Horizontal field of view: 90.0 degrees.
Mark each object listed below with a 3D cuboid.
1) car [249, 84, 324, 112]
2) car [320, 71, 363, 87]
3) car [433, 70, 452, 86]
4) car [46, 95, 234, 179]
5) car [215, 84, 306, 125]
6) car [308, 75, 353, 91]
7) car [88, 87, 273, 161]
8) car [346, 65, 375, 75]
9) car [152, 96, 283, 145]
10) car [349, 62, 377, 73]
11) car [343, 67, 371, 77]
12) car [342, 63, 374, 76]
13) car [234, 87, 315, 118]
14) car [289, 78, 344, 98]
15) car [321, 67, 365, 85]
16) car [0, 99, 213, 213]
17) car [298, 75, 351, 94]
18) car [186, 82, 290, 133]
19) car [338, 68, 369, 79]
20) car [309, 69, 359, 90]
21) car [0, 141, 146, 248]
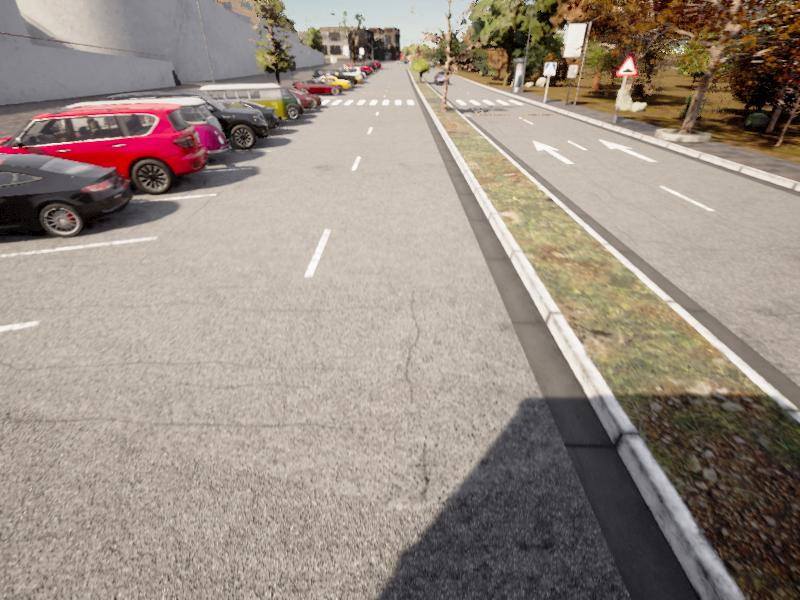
[{"bbox_3d":[-8.034,-14.355,28.382,4.792,1.488,2.163,-11,32,-17],"label":"car"},{"bbox_3d":[-7.880,-29.920,54.118,5.366,1.575,1.946,-11,33,-17],"label":"car"},{"bbox_3d":[5.780,-30.461,54.888,2.033,1.649,4.856,0,32,0],"label":"car"},{"bbox_3d":[-7.959,-5.361,12.918,4.442,1.987,1.878,-11,32,-17],"label":"car"},{"bbox_3d":[-8.033,-11.402,23.167,4.553,1.767,2.185,-11,33,-17],"label":"car"},{"bbox_3d":[-8.058,-25.171,46.386,4.674,1.452,2.002,-11,32,-17],"label":"car"},{"bbox_3d":[-8.042,-6.903,15.437,5.566,2.045,2.435,-11,32,-17],"label":"car"},{"bbox_3d":[-7.869,-45.729,79.643,5.366,1.575,1.946,-12,33,-16],"label":"car"},{"bbox_3d":[-8.056,-8.216,18.112,4.892,1.521,2.231,-11,33,-17],"label":"car"},{"bbox_3d":[-8.069,-50.631,87.096,5.566,2.045,2.435,-11,34,-16],"label":"car"},{"bbox_3d":[-8.019,-42.502,74.518,4.792,1.488,2.163,-12,33,-16],"label":"car"},{"bbox_3d":[-8.024,-44.326,76.921,5.566,2.045,2.435,-12,33,-16],"label":"car"},{"bbox_3d":[-8.055,-12.791,25.801,4.674,1.452,2.002,-11,33,-17],"label":"car"},{"bbox_3d":[-8.031,-20.538,38.673,4.792,1.488,2.163,-11,32,-17],"label":"car"},{"bbox_3d":[-8.079,-31.658,56.487,5.566,2.045,2.435,-11,33,-17],"label":"car"},{"bbox_3d":[-8.094,-3.815,10.297,5.566,2.045,2.435,-11,33,-17],"label":"car"},{"bbox_3d":[-8.226,-23.617,43.734,5.366,1.575,1.946,-11,33,-17],"label":"car"},{"bbox_3d":[-8.173,-9.923,20.515,4.442,1.987,1.878,-11,33,-17],"label":"car"},{"bbox_3d":[-8.040,-39.346,69.396,5.008,1.535,2.097,-12,34,-16],"label":"car"},{"bbox_3d":[-8.031,-26.981,48.820,5.566,2.045,2.435,-11,32,-17],"label":"car"},{"bbox_3d":[-8.062,-2.040,7.897,4.674,1.452,2.002,-11,33,-17],"label":"car"}]
